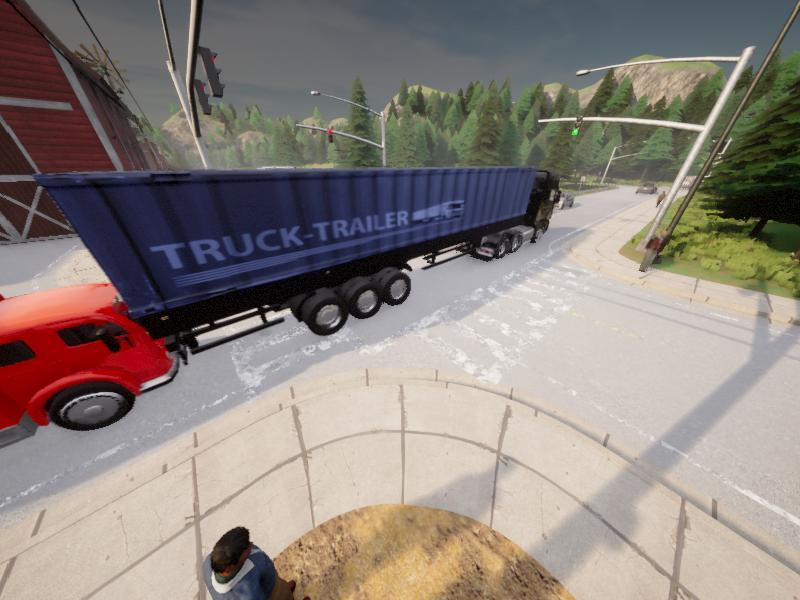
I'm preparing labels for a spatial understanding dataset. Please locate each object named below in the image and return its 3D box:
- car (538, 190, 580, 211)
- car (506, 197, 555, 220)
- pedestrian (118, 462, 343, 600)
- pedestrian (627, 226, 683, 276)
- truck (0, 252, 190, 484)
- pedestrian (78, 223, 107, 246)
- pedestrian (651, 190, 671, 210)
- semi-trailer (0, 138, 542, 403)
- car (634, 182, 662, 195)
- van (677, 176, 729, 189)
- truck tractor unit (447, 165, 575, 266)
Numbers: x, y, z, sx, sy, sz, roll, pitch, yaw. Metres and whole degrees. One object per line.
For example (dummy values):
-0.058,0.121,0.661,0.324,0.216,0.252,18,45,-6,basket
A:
18.289,-11.520,26.578,4.611,1.667,2.242,-23,37,-34,car
12.880,-9.094,22.653,5.357,1.411,2.033,-23,37,-34,car
-1.134,2.401,1.930,0.751,1.860,0.751,16,34,26,pedestrian
10.637,-2.068,9.716,0.751,1.860,0.751,12,32,20,pedestrian
-7.158,1.329,3.541,5.204,2.467,2.627,-24,37,-34,truck
-17.169,-3.642,12.911,0.500,1.100,0.500,18,35,29,pedestrian
27.674,-10.667,24.557,0.751,1.860,0.751,24,38,35,pedestrian
0.166,-2.648,8.481,14.254,4.402,2.717,-23,37,-34,semi-trailer
43.758,-19.712,40.766,4.611,1.667,2.242,-22,36,-33,car
64.712,-25.190,49.489,6.366,2.431,2.351,3,30,6,van
6.172,-5.138,12.986,6.516,4.208,3.053,-24,37,-34,truck tractor unit
